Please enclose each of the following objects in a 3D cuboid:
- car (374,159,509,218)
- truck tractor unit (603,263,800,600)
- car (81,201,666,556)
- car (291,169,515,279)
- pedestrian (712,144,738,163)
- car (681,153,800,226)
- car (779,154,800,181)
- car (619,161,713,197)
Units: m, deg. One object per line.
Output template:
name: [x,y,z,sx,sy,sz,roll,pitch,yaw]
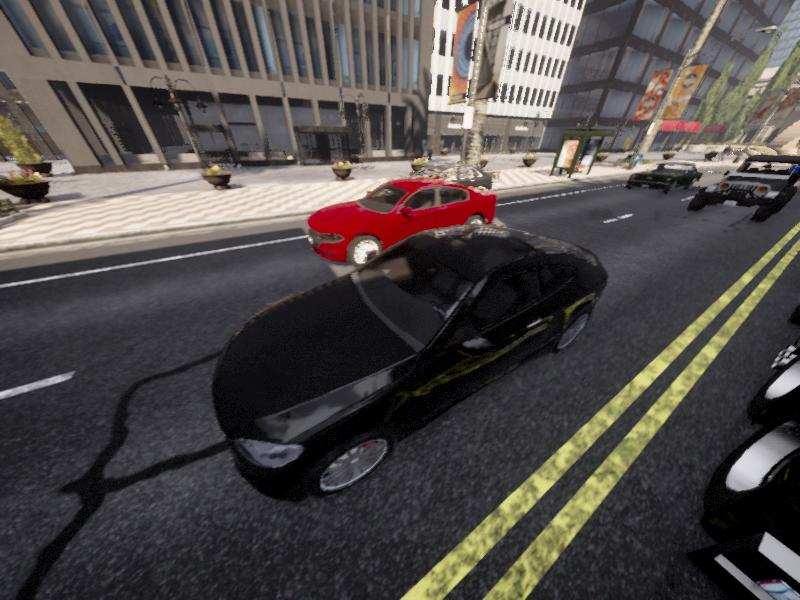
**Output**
car: [1.678,-4.735,9.482,4.892,1.521,2.231,-18,39,-24]
truck tractor unit: [5.107,-0.305,0.790,6.516,4.208,3.053,-18,39,-24]
car: [0.576,0.005,2.738,4.674,1.442,1.812,-18,39,-24]
car: [0.247,-2.235,5.873,5.008,1.535,1.882,-18,39,-24]
pedestrian: [38.624,-17.441,27.467,0.751,1.860,0.751,-1,35,-3]
car: [13.090,-4.245,8.562,3.866,1.878,1.905,-18,39,-24]
car: [30.809,-9.729,16.459,5.566,2.045,2.150,-13,37,-19]
car: [14.773,-6.851,12.844,4.718,1.301,1.895,-18,39,-24]
